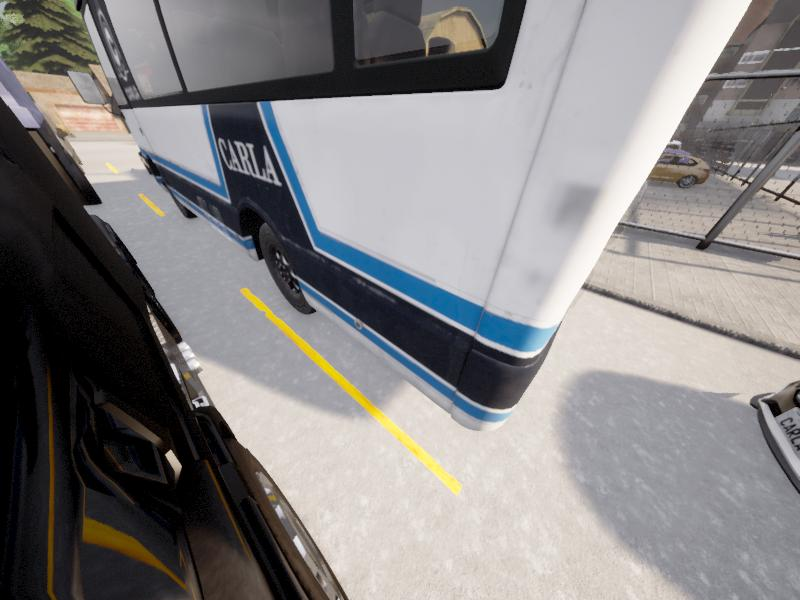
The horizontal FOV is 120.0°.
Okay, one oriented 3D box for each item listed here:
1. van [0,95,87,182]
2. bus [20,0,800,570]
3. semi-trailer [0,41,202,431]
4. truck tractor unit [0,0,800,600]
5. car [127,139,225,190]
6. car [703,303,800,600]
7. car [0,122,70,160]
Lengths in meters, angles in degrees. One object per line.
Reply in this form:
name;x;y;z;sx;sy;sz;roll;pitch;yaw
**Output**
van;-16.117;-7.076;9.990;5.915;2.561;1.988;30;44;32
bus;-2.151;-3.030;4.007;10.273;4.253;3.944;29;44;31
semi-trailer;-8.708;-3.598;4.219;14.254;4.402;2.717;28;44;30
truck tractor unit;-2.645;-0.295;0.351;6.516;4.208;3.053;28;44;30
car;-9.700;-5.983;9.957;4.718;1.301;1.895;30;44;31
car;4.897;1.692;0.418;4.902;1.511;2.128;25;42;27
car;-21.740;-9.276;13.391;3.705;1.549;1.789;20;40;22
